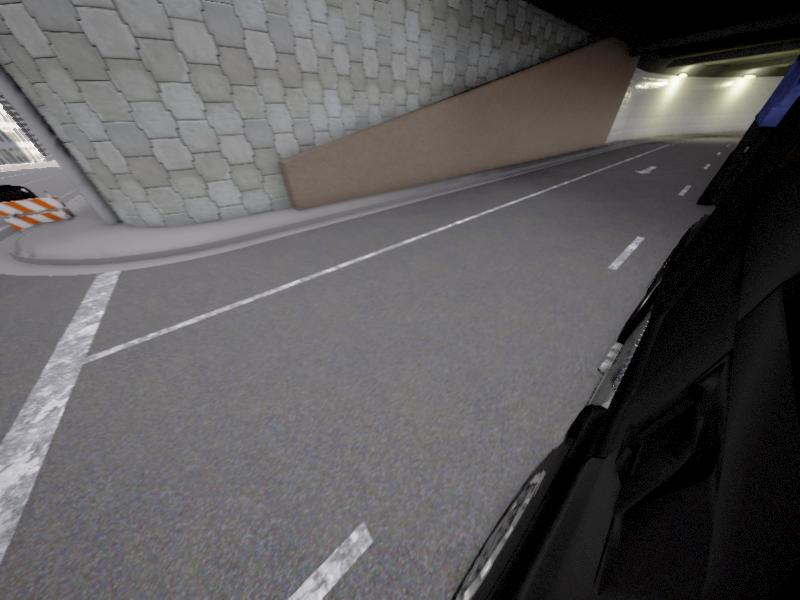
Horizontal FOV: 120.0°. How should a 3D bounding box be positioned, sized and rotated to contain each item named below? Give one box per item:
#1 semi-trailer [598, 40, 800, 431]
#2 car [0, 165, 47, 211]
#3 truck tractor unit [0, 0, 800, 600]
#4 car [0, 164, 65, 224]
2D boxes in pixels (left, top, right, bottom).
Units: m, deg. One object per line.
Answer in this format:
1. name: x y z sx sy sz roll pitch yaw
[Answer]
1. semi-trailer: 8.710 -3.586 4.232 14.254 4.402 2.717 -28 44 -30
2. car: -16.085 -3.624 7.803 4.536 1.218 1.853 -7 37 -7
3. truck tractor unit: 2.645 -0.295 0.351 6.516 4.208 3.053 -28 44 -30
4. car: -16.028 -3.505 7.903 4.974 1.542 2.038 -7 37 -7
